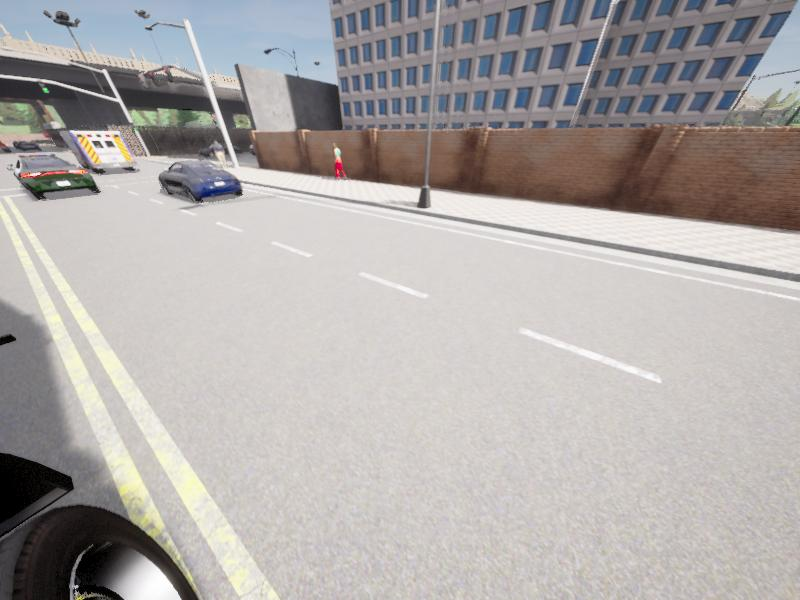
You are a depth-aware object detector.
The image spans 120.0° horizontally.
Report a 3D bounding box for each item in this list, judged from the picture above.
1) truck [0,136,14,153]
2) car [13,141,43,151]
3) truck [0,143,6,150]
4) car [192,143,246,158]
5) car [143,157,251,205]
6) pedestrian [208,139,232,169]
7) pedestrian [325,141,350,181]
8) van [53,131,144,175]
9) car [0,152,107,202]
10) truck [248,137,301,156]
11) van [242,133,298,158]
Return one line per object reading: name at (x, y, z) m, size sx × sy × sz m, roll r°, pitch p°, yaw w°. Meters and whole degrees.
truck at (-62.448, -23.925, 35.138) m, size 5.204 × 2.467 × 2.627 m, roll 21°, pitch 40°, yaw 26°
car at (-63.825, -26.422, 39.605) m, size 4.181 × 1.385 × 1.994 m, roll 21°, pitch 40°, yaw 26°
truck at (-74.064, -28.218, 41.443) m, size 6.274 × 2.098 × 2.390 m, roll 21°, pitch 40°, yaw 26°
car at (-22.694, -18.993, 29.249) m, size 1.837 × 1.490 × 4.892 m, roll 22°, pitch 40°, yaw 27°
car at (-9.115, -5.482, 10.415) m, size 4.181 × 1.385 × 1.994 m, roll 21°, pitch 40°, yaw 26°
pedestrian at (-13.433, -10.882, 17.260) m, size 0.751 × 1.860 × 0.751 m, roll -23°, pitch 42°, yaw -30°
pedestrian at (-3.500, -7.835, 13.068) m, size 0.751 × 1.860 × 0.751 m, roll 21°, pitch 40°, yaw 27°
van at (-22.481, -11.053, 17.228) m, size 6.366 × 2.431 × 2.351 m, roll 21°, pitch 40°, yaw 27°
car at (-16.393, -5.923, 10.832) m, size 4.974 × 1.542 × 2.038 m, roll 21°, pitch 40°, yaw 27°
truck at (-18.394, -22.952, 34.378) m, size 2.390 × 2.098 × 6.274 m, roll 21°, pitch 40°, yaw 27°
van at (-17.020, -20.667, 30.767) m, size 1.988 × 2.561 × 5.915 m, roll 21°, pitch 40°, yaw 27°
